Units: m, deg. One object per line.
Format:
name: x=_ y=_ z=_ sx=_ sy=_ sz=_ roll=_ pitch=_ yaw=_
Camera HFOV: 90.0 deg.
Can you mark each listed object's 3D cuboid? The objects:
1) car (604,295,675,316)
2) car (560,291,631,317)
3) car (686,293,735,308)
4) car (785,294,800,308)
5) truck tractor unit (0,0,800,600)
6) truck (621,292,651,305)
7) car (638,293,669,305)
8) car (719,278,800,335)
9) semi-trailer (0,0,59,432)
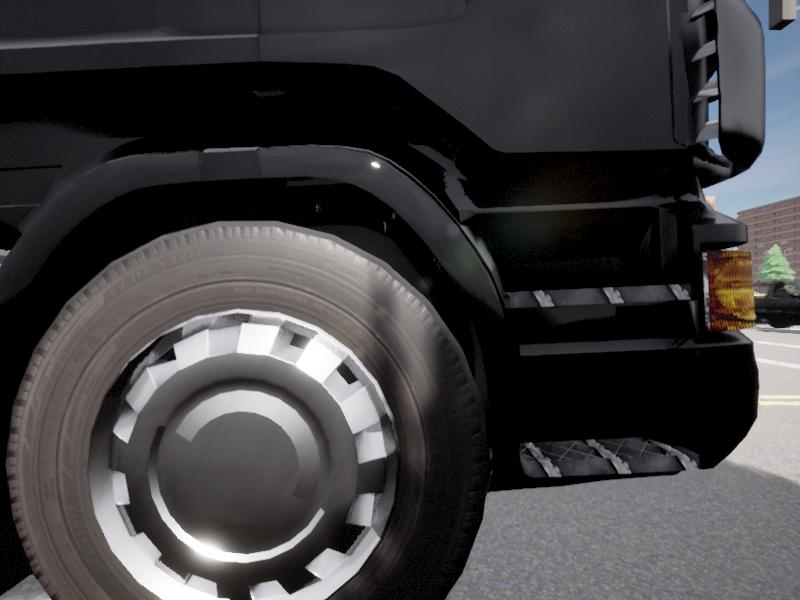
car: x=15.709 y=0.344 z=26.570 sx=1.895 sy=1.301 sz=4.718 roll=0 pitch=0 yaw=0
car: x=12.211 y=0.226 z=25.419 sx=2.038 sy=1.542 sz=4.974 roll=0 pitch=0 yaw=0
car: x=36.762 y=0.067 z=47.496 sx=2.242 sy=1.667 sz=4.611 roll=0 pitch=0 yaw=0
car: x=42.382 y=0.139 z=41.054 sx=1.970 sy=1.475 sz=3.806 roll=0 pitch=0 yaw=0
truck tractor unit: x=-2.244 y=-1.113 z=2.199 sx=6.516 sy=4.208 sz=3.053 roll=0 pitch=0 yaw=0
truck: x=36.761 y=-0.198 z=62.541 sx=2.069 sy=2.038 sz=4.478 roll=0 pitch=0 yaw=0
car: x=39.656 y=-0.103 z=62.608 sx=1.932 sy=1.855 sz=4.605 roll=0 pitch=0 yaw=0
car: x=12.333 y=0.188 z=12.292 sx=1.851 sy=1.617 sz=3.988 roll=0 pitch=0 yaw=-1
semi-trailer: x=-10.158 y=-1.217 z=2.192 sx=14.254 sy=4.402 sz=2.717 roll=0 pitch=0 yaw=0
